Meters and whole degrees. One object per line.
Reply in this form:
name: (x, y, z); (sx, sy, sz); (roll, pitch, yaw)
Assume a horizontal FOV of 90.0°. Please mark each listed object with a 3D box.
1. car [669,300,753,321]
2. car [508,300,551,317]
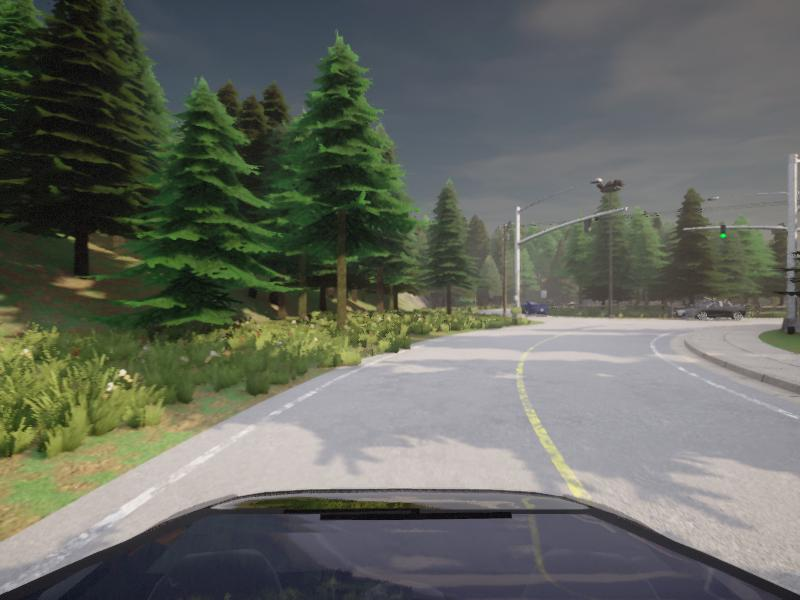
car: (23.701, 0.795, 30.585); (4.902, 1.511, 2.128); (0, 0, -6)
car: (12.871, 0.787, 40.007); (1.882, 1.535, 5.008); (0, 0, -11)
